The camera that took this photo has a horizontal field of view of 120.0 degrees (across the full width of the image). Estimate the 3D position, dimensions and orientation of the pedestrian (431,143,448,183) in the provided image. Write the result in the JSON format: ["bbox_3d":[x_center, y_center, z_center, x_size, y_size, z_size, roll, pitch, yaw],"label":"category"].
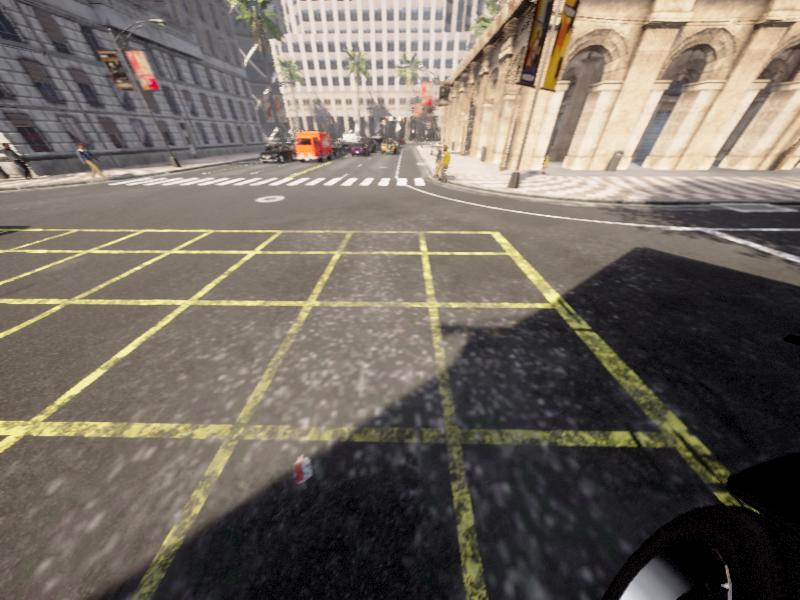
[{"bbox_3d":[2.175,-7.644,12.887,0.751,1.860,0.751,4,36,6],"label":"pedestrian"}]

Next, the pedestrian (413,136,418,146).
[{"bbox_3d":[3.548,-36.859,53.445,0.751,1.860,0.751,18,40,24],"label":"pedestrian"}]

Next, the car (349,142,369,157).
[{"bbox_3d":[-5.191,-19.502,29.869,1.816,1.474,4.193,1,36,1],"label":"car"}]

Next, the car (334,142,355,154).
[{"bbox_3d":[-8.505,-23.601,35.705,1.994,1.385,4.181,1,36,2],"label":"car"}]

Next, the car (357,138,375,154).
[{"bbox_3d":[-5.039,-23.131,34.581,1.905,1.878,3.866,1,36,1],"label":"car"}]

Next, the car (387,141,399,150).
[{"bbox_3d":[-1.295,-28.323,42.329,1.895,1.301,4.718,1,36,1],"label":"car"}]

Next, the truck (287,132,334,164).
[{"bbox_3d":[-8.849,-15.596,23.574,2.627,2.467,5.204,0,36,1],"label":"truck"}]

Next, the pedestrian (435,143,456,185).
[{"bbox_3d":[2.389,-7.223,12.299,0.751,1.860,0.751,-3,36,-5],"label":"pedestrian"}]

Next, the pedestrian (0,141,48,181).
[{"bbox_3d":[-21.456,-7.803,12.970,0.751,1.860,0.751,-4,36,-5],"label":"pedestrian"}]

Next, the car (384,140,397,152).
[{"bbox_3d":[-1.451,-24.926,37.382,1.845,1.501,3.633,1,36,1],"label":"car"}]

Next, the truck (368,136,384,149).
[{"bbox_3d":[-4.676,-31.937,46.708,2.390,2.098,6.274,1,36,1],"label":"truck"}]

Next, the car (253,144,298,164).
[{"bbox_3d":[-12.351,-14.824,23.352,1.837,1.490,4.892,0,36,1],"label":"car"}]

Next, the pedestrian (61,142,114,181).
[{"bbox_3d":[-17.764,-7.923,13.204,0.751,1.860,0.751,0,36,0],"label":"pedestrian"}]

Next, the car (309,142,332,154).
[{"bbox_3d":[-12.033,-23.386,35.424,1.994,1.385,4.181,0,36,1],"label":"car"}]

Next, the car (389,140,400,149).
[{"bbox_3d":[-1.125,-32.586,48.202,2.033,1.411,5.357,1,36,2],"label":"car"}]

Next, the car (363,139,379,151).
[{"bbox_3d":[-4.897,-26.993,40.192,1.930,1.638,5.238,1,36,2],"label":"car"}]

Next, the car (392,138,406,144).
[{"bbox_3d":[-0.355,-45.771,66.473,3.705,1.549,1.789,-20,40,-25],"label":"car"}]

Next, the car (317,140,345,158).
[{"bbox_3d":[-8.714,-19.374,29.566,1.930,1.638,5.238,1,36,1],"label":"car"}]

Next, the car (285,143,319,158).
[{"bbox_3d":[-12.226,-19.056,29.351,2.033,1.411,5.357,1,36,1],"label":"car"}]

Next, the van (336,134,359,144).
[{"bbox_3d":[-16.164,-49.762,71.385,6.366,2.431,2.351,1,36,1],"label":"van"}]

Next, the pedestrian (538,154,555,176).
[{"bbox_3d":[8.897,-8.194,14.013,0.500,1.100,0.500,22,41,27],"label":"pedestrian"}]

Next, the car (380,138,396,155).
[{"bbox_3d":[-1.609,-21.595,32.429,1.932,1.855,4.605,1,36,1],"label":"car"}]
